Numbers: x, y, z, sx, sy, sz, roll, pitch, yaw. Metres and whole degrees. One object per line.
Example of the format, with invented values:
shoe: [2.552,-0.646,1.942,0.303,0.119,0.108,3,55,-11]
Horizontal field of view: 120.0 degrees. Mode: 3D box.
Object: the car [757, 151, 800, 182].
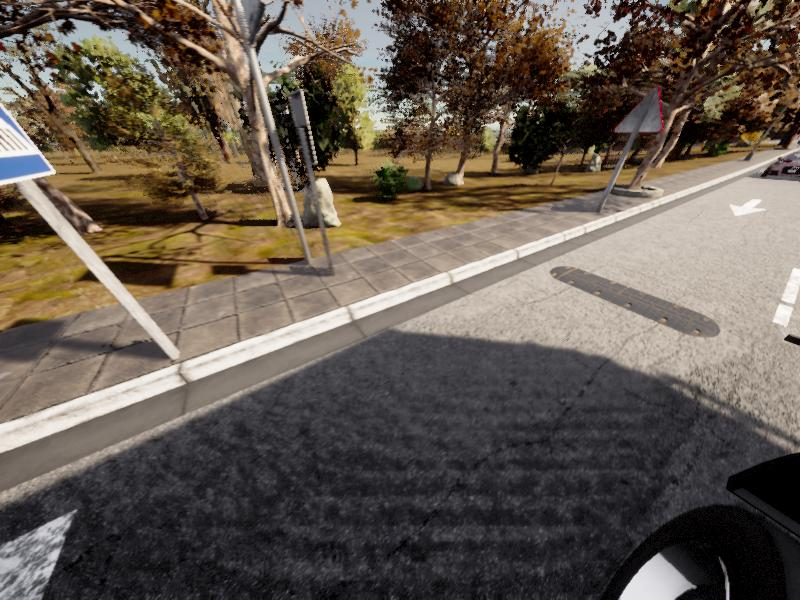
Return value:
car: [24.714,-8.342,14.334,4.181,1.385,1.994,-21,40,-26]
